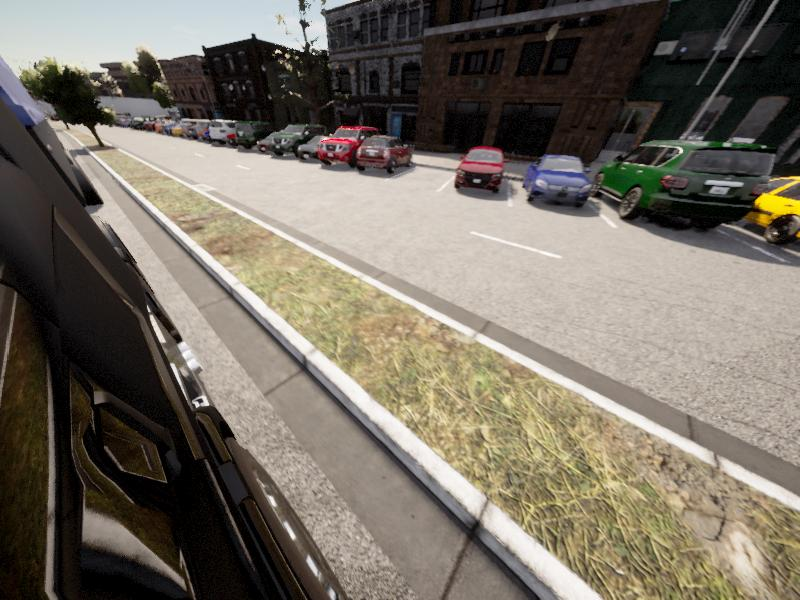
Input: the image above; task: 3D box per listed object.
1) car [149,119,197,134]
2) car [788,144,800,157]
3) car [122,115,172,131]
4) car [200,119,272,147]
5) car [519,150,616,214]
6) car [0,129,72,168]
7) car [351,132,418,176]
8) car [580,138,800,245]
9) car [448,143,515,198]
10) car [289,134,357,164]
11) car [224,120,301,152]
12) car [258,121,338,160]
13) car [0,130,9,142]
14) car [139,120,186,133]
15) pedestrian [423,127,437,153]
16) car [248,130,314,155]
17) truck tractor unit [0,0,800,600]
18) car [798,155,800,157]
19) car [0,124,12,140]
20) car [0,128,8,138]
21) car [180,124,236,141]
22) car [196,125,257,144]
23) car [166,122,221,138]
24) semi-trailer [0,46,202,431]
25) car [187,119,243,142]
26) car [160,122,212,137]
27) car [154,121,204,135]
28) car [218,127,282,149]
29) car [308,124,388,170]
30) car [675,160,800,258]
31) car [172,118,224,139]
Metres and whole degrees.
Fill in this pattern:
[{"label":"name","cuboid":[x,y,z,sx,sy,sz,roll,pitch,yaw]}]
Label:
[{"label":"car","cuboid":[-35.341,-27.071,36.145,2.185,1.767,4.553,13,38,14]},{"label":"car","cuboid":[60.682,-21.191,33.006,4.892,1.521,2.231,15,39,15]},{"label":"car","cuboid":[-47.200,-33.086,43.286,2.435,2.045,5.566,12,37,12]},{"label":"car","cuboid":[-16.789,-17.457,24.158,2.435,2.045,5.566,14,38,15]},{"label":"car","cuboid":[6.189,-4.956,9.256,2.002,1.452,4.674,14,38,15]},{"label":"car","cuboid":[-19.509,-8.087,12.176,4.181,1.385,1.994,28,44,30]},{"label":"car","cuboid":[-0.724,-8.764,13.675,2.185,1.767,4.553,14,38,15]},{"label":"car","cuboid":[8.504,-3.982,7.586,2.435,2.045,5.566,14,38,15]},{"label":"car","cuboid":[3.886,-6.223,10.754,2.097,1.535,5.008,14,38,15]},{"label":"car","cuboid":[-5.315,-11.088,16.776,2.163,1.488,4.792,14,38,15]},{"label":"car","cuboid":[-12.192,-15.014,21.158,2.435,2.045,5.566,14,38,15]},{"label":"car","cuboid":[-7.601,-12.537,18.110,2.435,2.045,5.566,14,38,15]},{"label":"car","cuboid":[-35.979,-13.269,17.649,2.435,2.045,5.566,14,39,15]},{"label":"car","cuboid":[-40.054,-29.373,39.157,2.097,1.535,5.008,12,38,13]},{"label":"pedestrian","cuboid":[2.694,-14.537,21.023,0.751,1.860,0.751,27,43,26]},{"label":"car","cuboid":[-9.915,-13.533,19.778,2.163,1.488,4.792,14,38,15]},{"label":"truck tractor unit","cuboid":[-2.645,-0.295,0.351,6.516,4.208,3.053,28,44,30]},{"label":"car","cuboid":[58.721,-19.997,31.109,4.553,1.767,2.185,15,39,15]},{"label":"car","cuboid":[-38.202,-14.397,19.439,1.946,1.575,5.366,13,39,15]},{"label":"car","cuboid":[-40.542,-15.487,20.775,2.231,1.521,4.892,14,39,15]},{"label":"car","cuboid":[-23.705,-20.900,28.831,2.163,1.488,4.792,14,38,15]},{"label":"car","cuboid":[-19.101,-18.462,25.788,2.097,1.535,5.008,14,38,15]},{"label":"car","cuboid":[-28.279,-23.453,31.927,1.946,1.575,5.366,13,38,14]},{"label":"semi-trailer","cuboid":[-8.705,-3.589,4.236,14.254,4.402,2.717,28,44,30]},{"label":"car","cuboid":[-21.432,-19.800,27.063,1.878,1.987,4.442,14,38,14]},{"label":"car","cuboid":[-30.650,-24.567,33.280,2.097,1.535,5.008,14,38,14]},{"label":"car","cuboid":[-32.996,-25.769,34.752,2.231,1.521,4.892,13,38,14]},{"label":"car","cuboid":[-14.502,-16.018,22.787,2.097,1.535,5.008,14,38,15]},{"label":"car","cuboid":[-3.002,-10.090,15.105,2.435,2.045,5.566,14,38,15]},{"label":"car","cuboid":[10.860,-2.645,6.327,1.946,1.575,5.366,14,38,15]},{"label":"car","cuboid":[-26.048,-22.245,30.064,1.878,1.987,4.442,14,38,14]}]
